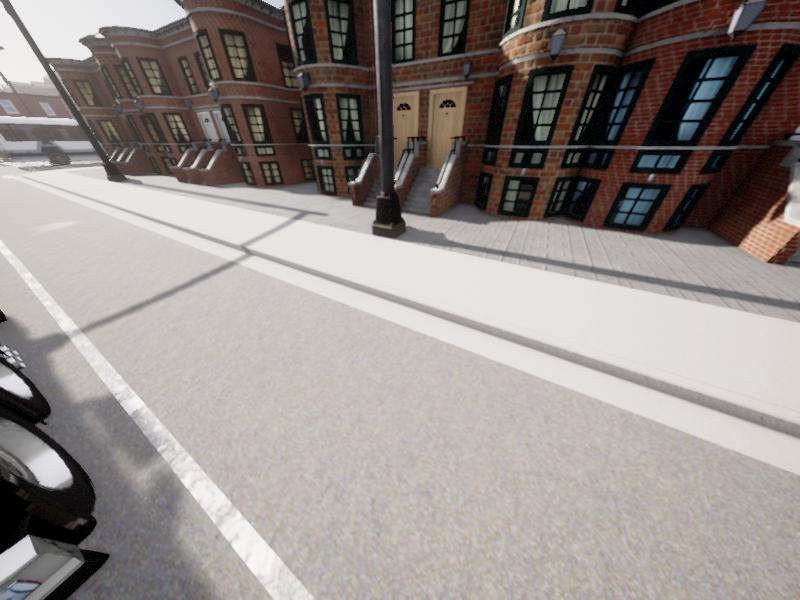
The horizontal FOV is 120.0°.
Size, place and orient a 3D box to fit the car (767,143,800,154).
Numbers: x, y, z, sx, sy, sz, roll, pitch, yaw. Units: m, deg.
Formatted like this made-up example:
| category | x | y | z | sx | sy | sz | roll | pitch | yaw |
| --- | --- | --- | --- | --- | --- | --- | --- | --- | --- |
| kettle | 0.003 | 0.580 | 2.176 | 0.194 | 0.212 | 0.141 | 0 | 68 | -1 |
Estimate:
| category | x | y | z | sx | sy | sz | roll | pitch | yaw |
| --- | --- | --- | --- | --- | --- | --- | --- | --- | --- |
| car | 71.076 | -27.750 | 42.211 | 2.038 | 1.542 | 4.974 | 17 | 37 | 23 |

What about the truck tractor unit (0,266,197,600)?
| category | x | y | z | sx | sy | sz | roll | pitch | yaw |
| --- | --- | --- | --- | --- | --- | --- | --- | --- | --- |
| truck tractor unit | -5.113 | -0.300 | 0.768 | 6.516 | 4.208 | 3.053 | 18 | 39 | 24 |

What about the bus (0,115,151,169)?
| category | x | y | z | sx | sy | sz | roll | pitch | yaw |
| --- | --- | --- | --- | --- | --- | --- | --- | --- | --- |
| bus | -36.915 | -17.870 | 26.239 | 3.944 | 4.253 | 10.273 | 18 | 39 | 24 |

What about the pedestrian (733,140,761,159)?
| category | x | y | z | sx | sy | sz | roll | pitch | yaw |
| --- | --- | --- | --- | --- | --- | --- | --- | --- | --- |
| pedestrian | 39.740 | -17.215 | 26.451 | 0.751 | 1.860 | 0.751 | 14 | 37 | 20 |
